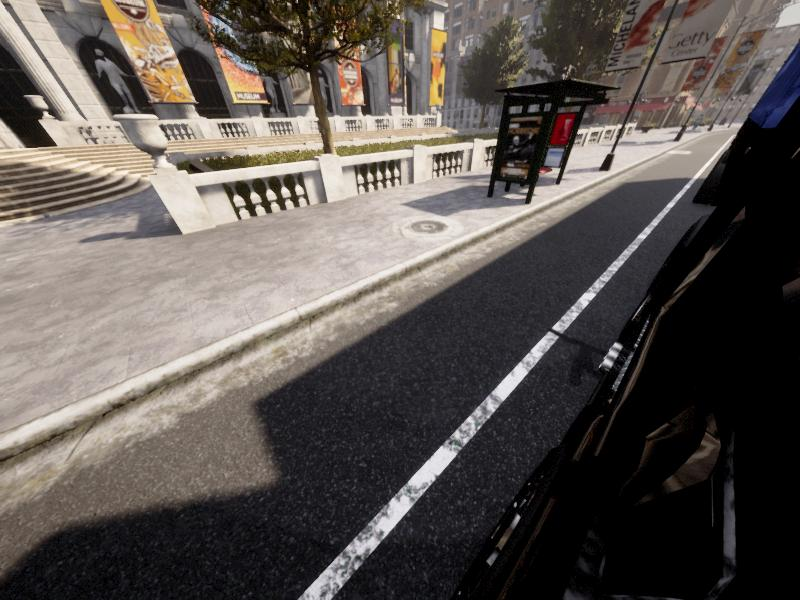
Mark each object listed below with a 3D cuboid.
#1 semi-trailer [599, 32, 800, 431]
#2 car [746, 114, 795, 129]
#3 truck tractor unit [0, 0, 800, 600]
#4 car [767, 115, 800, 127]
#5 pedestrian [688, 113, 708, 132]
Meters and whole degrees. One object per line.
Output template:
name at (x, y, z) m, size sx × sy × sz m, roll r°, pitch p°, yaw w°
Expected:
semi-trailer at (8.642, -3.649, 4.273) m, size 14.254 × 4.402 × 2.717 m, roll -29°, pitch 44°, yaw -30°
car at (52.436, -25.242, 32.721) m, size 4.674 × 1.452 × 2.002 m, roll -14°, pitch 38°, yaw -15°
truck tractor unit at (2.645, -0.295, 0.351) m, size 6.516 × 4.208 × 3.053 m, roll -28°, pitch 44°, yaw -30°
car at (57.893, -26.398, 34.036) m, size 4.718 × 1.301 × 1.895 m, roll -8°, pitch 37°, yaw -7°
pedestrian at (39.143, -23.300, 30.356) m, size 0.751 × 1.860 × 0.751 m, roll -21°, pitch 41°, yaw -23°
